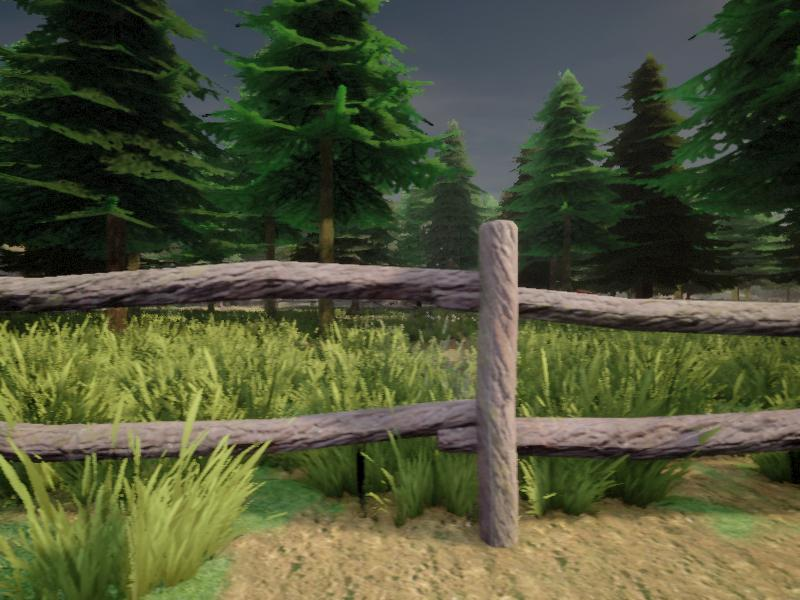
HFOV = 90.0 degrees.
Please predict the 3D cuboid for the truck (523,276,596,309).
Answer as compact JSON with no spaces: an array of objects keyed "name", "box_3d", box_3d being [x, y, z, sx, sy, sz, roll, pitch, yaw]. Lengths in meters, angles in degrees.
[{"name":"truck","box_3d":[19.817,-0.902,49.674,8.468,3.827,2.891,0,0,-18]}]
